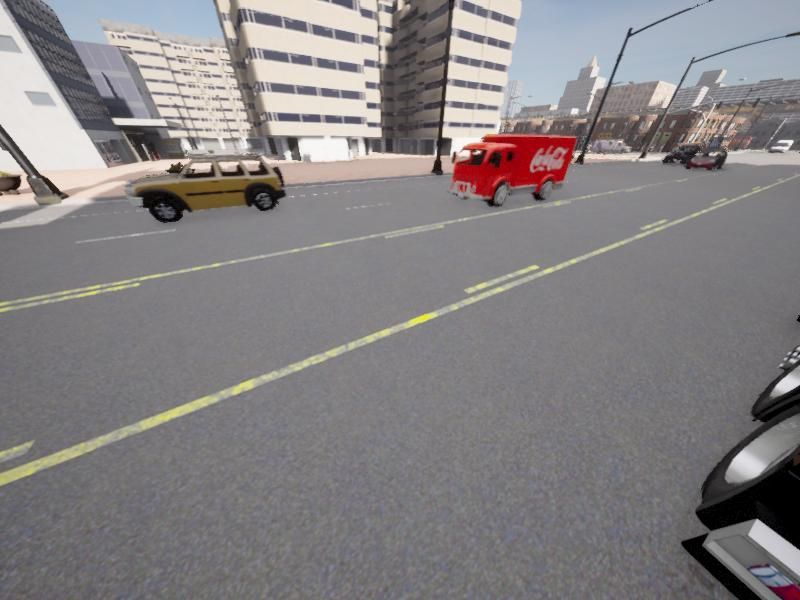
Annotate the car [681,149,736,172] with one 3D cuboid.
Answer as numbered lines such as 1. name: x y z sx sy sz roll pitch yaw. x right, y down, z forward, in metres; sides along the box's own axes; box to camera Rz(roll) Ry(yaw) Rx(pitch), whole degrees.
1. car: 29.183 -13.227 21.853 3.988 1.617 1.851 -18 39 -24

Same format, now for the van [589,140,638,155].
1. van: 43.002 -31.013 46.814 2.351 2.431 6.366 -18 39 -24

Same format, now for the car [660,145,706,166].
1. car: 32.917 -16.895 26.909 3.866 1.878 1.905 -18 39 -24

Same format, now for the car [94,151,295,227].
1. car: -6.606 -4.163 8.287 4.605 1.855 1.932 -19 39 -26

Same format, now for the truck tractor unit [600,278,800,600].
1. truck tractor unit: 5.132 -0.280 0.741 6.516 4.208 3.053 -17 39 -23

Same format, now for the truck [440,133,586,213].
1. truck: 4.747 -5.686 10.053 5.204 2.467 2.627 -18 39 -24
